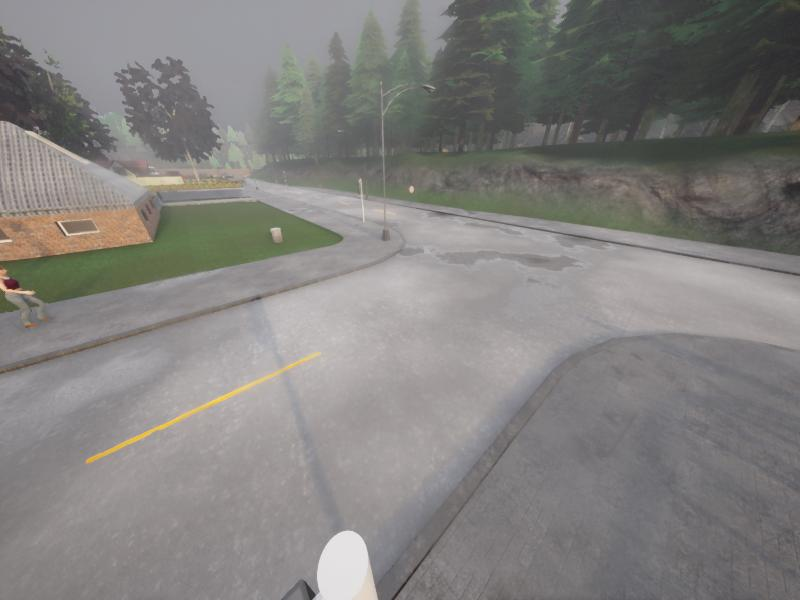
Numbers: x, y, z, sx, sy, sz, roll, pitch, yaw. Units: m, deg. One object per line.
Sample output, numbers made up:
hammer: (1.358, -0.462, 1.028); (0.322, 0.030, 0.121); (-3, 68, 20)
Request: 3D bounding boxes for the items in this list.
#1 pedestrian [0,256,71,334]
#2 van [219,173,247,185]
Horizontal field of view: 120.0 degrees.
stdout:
pedestrian: (-10.406, -0.127, 6.317); (0.751, 1.860, 0.751); (-17, 34, -27)
van: (-44.699, -32.571, 62.045); (1.988, 2.561, 5.915); (5, 30, 9)
